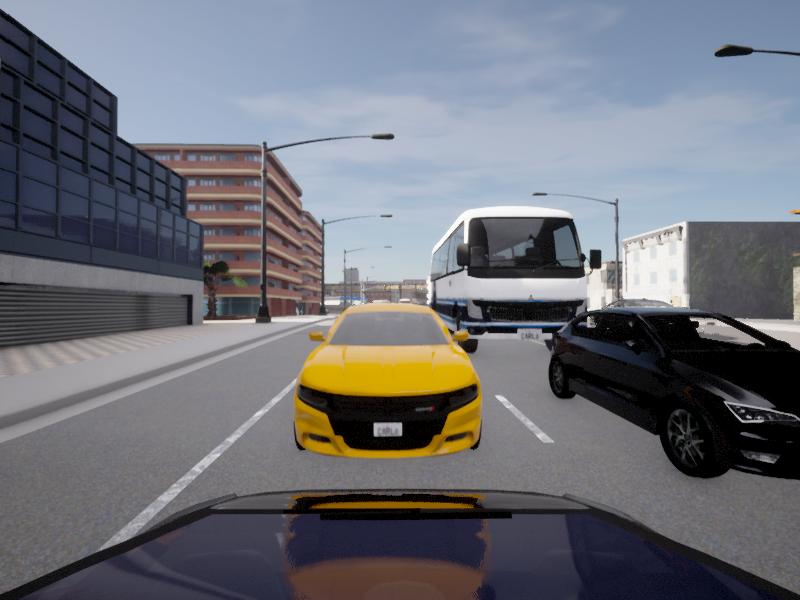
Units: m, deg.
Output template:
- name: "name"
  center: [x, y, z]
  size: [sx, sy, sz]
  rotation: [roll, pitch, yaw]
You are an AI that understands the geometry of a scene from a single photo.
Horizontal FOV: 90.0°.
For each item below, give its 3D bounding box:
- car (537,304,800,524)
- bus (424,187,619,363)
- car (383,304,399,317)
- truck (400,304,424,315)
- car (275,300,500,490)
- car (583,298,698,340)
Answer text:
- name: "car"
  center: [3.366, 0.830, 4.942]
  size: [1.816, 1.474, 4.193]
  rotation: [0, 0, -1]
- name: "bus"
  center: [3.261, -0.654, 14.845]
  size: [3.944, 4.253, 10.273]
  rotation: [0, 1, -1]
- name: "car"
  center: [-1.067, 1.248, 46.313]
  size: [1.812, 1.442, 4.674]
  rotation: [0, -2, -1]
- name: "truck"
  center: [3.003, 2.344, 98.698]
  size: [5.204, 2.467, 2.627]
  rotation: [1, -1, -30]
- name: "car"
  center: [-0.158, 0.791, 5.854]
  size: [1.882, 1.535, 5.008]
  rotation: [0, 1, -1]
- name: "car"
  center: [10.085, 0.685, 17.372]
  size: [1.882, 1.535, 5.008]
  rotation: [0, 1, -1]
